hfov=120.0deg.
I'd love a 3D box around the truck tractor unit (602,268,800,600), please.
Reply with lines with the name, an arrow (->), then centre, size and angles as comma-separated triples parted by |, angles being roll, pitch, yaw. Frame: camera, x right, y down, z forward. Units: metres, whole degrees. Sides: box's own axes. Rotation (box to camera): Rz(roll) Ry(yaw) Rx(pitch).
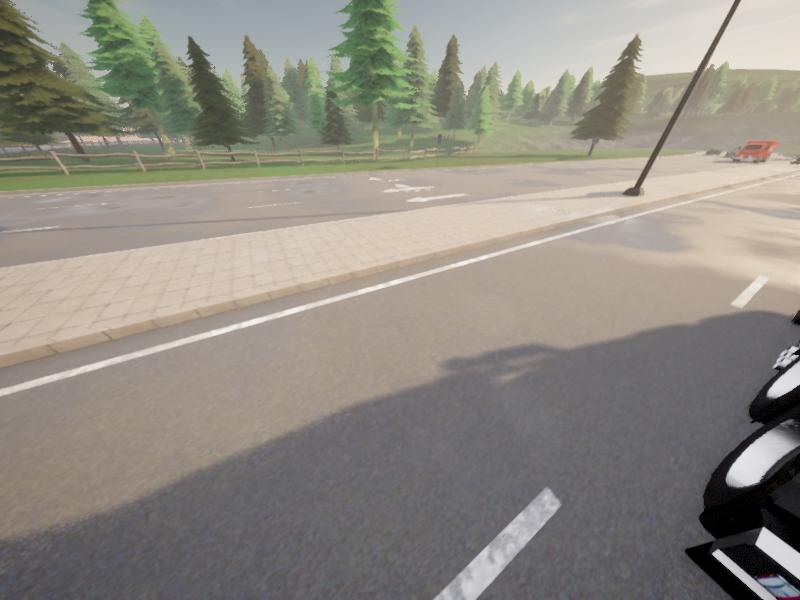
truck tractor unit -> 5.120, -0.288, 0.784 | 6.516, 4.208, 3.053 | -18, 39, -24

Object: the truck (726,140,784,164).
truck -> 47.401, -19.794, 30.867 | 5.204, 2.467, 2.627 | -16, 38, -24
